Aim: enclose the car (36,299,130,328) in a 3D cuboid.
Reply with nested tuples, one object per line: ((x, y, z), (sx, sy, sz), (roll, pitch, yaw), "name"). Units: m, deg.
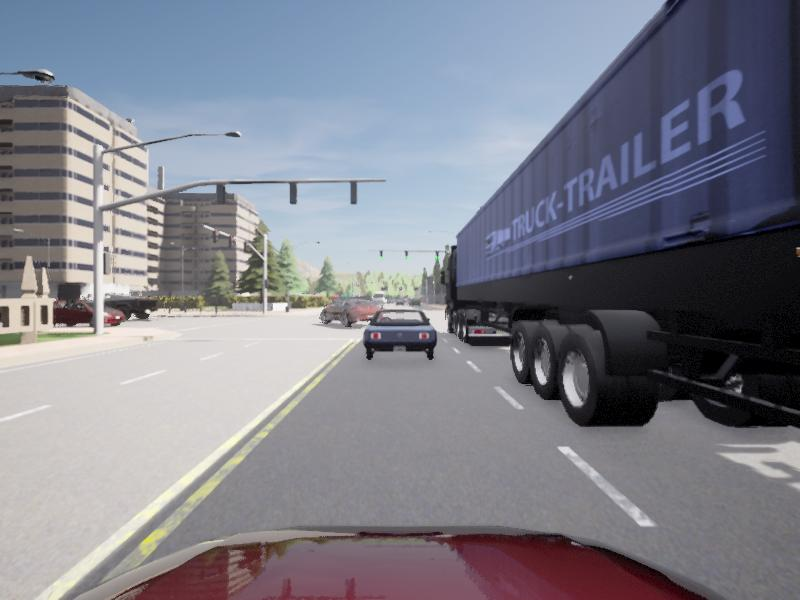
((-18.178, 0.756, 23.034), (3.988, 1.617, 1.851), (0, 0, 2), "car")

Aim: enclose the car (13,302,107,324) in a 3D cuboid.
((-22.503, 0.833, 26.598), (4.674, 1.442, 1.812), (0, 0, 0), "car")

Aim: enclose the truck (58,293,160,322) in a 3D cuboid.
((-22.023, 0.500, 30.407), (6.274, 2.098, 2.390), (0, 0, 6), "truck")

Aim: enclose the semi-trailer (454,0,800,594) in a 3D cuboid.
((3.509, -0.630, 8.938), (2.717, 4.402, 14.254), (0, 0, 0), "semi-trailer")

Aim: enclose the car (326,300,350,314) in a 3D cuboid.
((-7.072, 0.764, 46.008), (2.007, 1.525, 4.514), (0, 0, 2), "car")

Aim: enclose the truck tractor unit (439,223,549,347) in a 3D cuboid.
((3.511, -0.545, 16.851), (3.053, 4.208, 6.516), (0, 0, 0), "truck tractor unit")

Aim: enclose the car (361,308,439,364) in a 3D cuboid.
((-0.001, 0.927, 12.193), (1.895, 1.301, 4.718), (0, 0, 0), "car")

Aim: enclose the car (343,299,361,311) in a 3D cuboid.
((-7.010, 0.695, 59.200), (2.033, 1.649, 4.856), (0, 0, 0), "car")

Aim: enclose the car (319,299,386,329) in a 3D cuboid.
((-3.049, 0.747, 24.626), (2.152, 1.651, 5.027), (0, 0, -32), "car")
